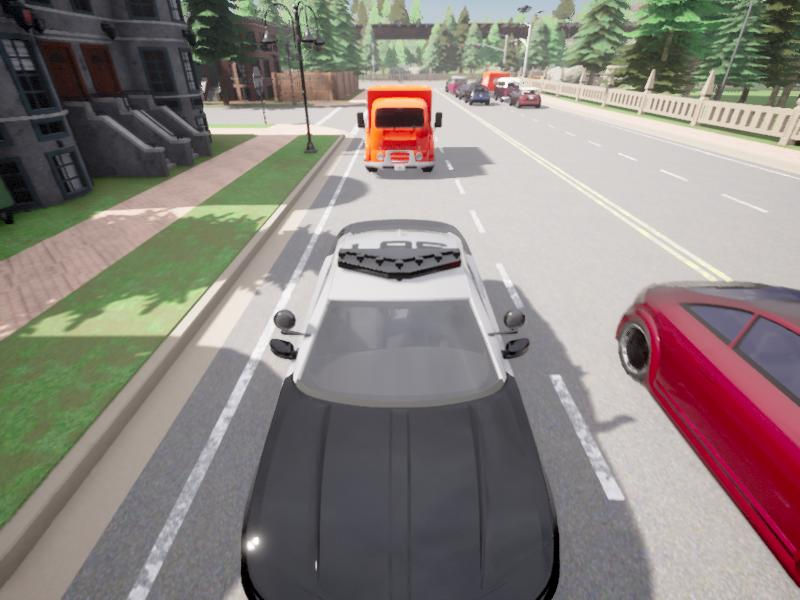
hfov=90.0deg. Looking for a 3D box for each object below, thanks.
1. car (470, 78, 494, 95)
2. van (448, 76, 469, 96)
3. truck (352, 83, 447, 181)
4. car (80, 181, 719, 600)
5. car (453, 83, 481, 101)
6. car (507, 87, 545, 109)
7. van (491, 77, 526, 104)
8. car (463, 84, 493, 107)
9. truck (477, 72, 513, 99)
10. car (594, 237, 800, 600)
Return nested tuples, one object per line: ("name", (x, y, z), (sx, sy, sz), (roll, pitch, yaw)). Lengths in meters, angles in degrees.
("car", (10.450, -27.489, 51.403), (2.033, 1.649, 4.856), (0, 30, 0))
("van", (6.953, -25.705, 48.022), (1.775, 1.987, 4.442), (0, 30, 0))
("truck", (-0.014, -6.008, 13.869), (2.627, 2.467, 5.204), (0, 30, 0))
("car", (-0.002, 0.343, 3.810), (1.930, 1.638, 5.238), (0, 30, 0))
("car", (6.963, -21.868, 42.037), (2.033, 1.411, 5.357), (0, 30, 0))
("car", (10.470, -16.992, 33.574), (1.970, 1.475, 3.806), (0, 30, 0))
("van", (10.463, -20.387, 38.828), (2.069, 2.038, 4.480), (0, 30, 0))
("car", (6.969, -18.552, 36.146), (1.851, 1.617, 3.988), (0, 30, 0))
("truck", (10.459, -24.071, 44.713), (2.627, 2.467, 5.204), (0, 30, 0))
("car", (3.501, 0.952, 3.008), (1.994, 1.385, 4.181), (0, 30, 0))
